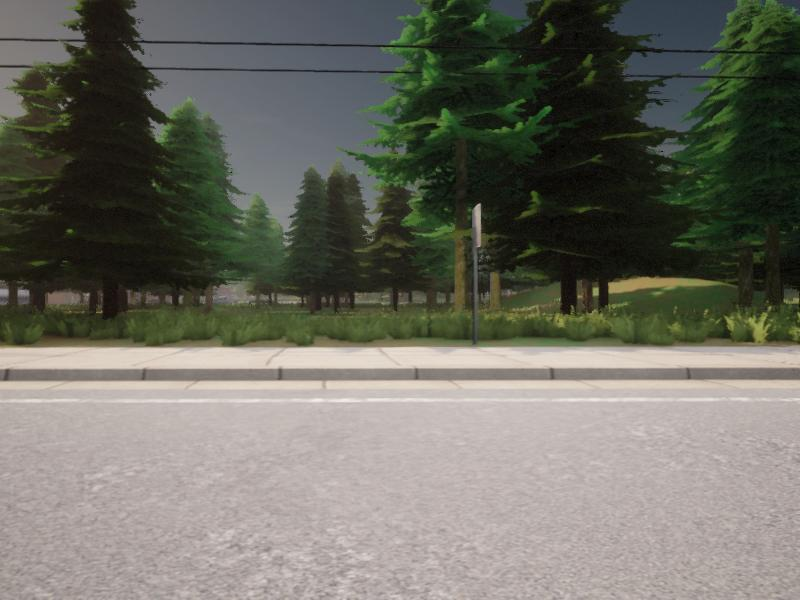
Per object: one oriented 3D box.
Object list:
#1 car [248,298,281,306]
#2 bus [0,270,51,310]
[{"bbox_3d":[-22.170,0.374,65.445,4.718,1.301,1.895,0,0,-2],"label":"car"},{"bbox_3d":[-44.284,-1.048,43.448,3.944,4.253,10.273,0,0,-1],"label":"bus"}]
